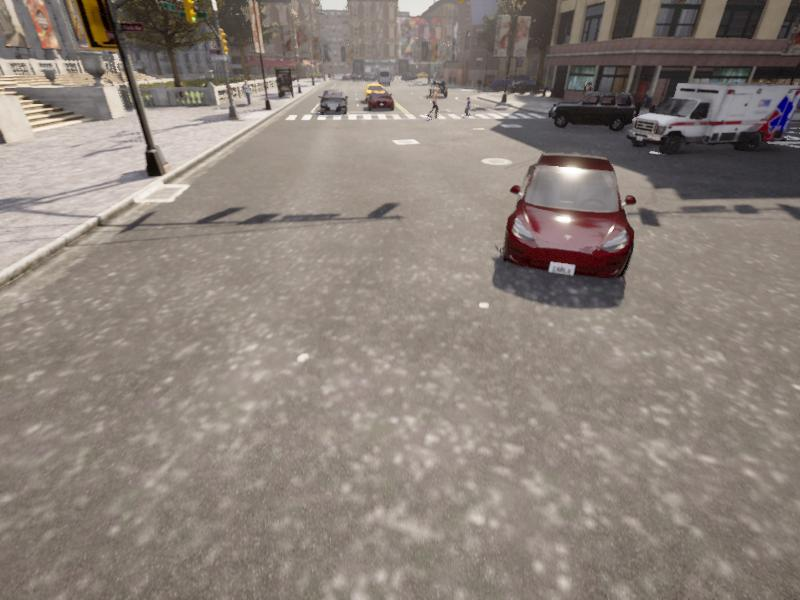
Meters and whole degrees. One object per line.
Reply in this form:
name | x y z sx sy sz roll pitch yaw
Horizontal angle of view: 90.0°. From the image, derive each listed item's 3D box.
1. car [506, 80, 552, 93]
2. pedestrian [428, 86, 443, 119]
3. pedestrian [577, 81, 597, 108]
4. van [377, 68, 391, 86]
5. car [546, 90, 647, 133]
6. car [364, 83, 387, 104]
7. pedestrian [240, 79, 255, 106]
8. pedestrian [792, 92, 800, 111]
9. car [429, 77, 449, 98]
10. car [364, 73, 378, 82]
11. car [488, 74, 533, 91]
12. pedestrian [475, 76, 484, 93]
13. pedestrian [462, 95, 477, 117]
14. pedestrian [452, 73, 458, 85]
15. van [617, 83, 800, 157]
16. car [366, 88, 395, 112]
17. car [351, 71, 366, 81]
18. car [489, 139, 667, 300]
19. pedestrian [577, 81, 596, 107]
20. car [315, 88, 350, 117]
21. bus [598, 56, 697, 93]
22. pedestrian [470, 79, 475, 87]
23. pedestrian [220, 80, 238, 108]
car | 17.271 -28.777 53.871 5.357 1.411 2.033 -3 31 -5
pedestrian | 2.305 -12.871 26.072 0.751 1.860 0.751 -2 30 -4
pedestrian | 14.747 -16.198 31.584 0.751 1.860 0.751 -15 34 -25
van | -2.887 -39.837 71.371 1.988 2.561 5.915 -3 30 -5
car | 10.825 -10.617 22.352 4.605 1.855 1.932 13 32 21
car | -2.375 -19.584 37.832 1.882 1.535 5.008 -3 31 -6
pedestrian | -11.973 -16.278 31.420 0.751 1.860 0.751 -9 32 -15
pedestrian | 31.071 -15.480 30.544 0.751 1.860 0.751 -1 30 -2
car | 4.257 -23.638 44.483 1.932 1.855 4.605 2 30 2
car | -6.150 -47.303 85.066 2.007 1.525 4.514 5 31 8
car | 15.556 -30.715 56.514 5.566 2.045 2.150 -3 31 -6
pedestrian | 10.321 -28.016 51.988 0.751 1.860 0.751 -3 31 -6
pedestrian | 4.680 -13.143 27.117 0.751 1.300 0.751 -1 30 -2
pedestrian | 9.304 -37.629 68.066 0.751 1.860 0.751 -4 31 -8
van | 12.930 -7.598 16.688 6.366 2.431 2.351 -7 31 -12
car | -1.587 -15.883 31.698 1.994 1.385 4.181 -3 31 -5
car | -9.058 -49.422 88.294 1.932 1.855 4.605 6 31 10
car | 3.302 -1.970 7.918 2.163 1.488 4.792 10 32 17
pedestrian | 15.087 -16.642 32.346 0.751 1.860 0.751 -5 31 -10
car | -4.770 -14.351 28.911 2.128 1.511 4.902 -3 30 -5
bus | 33.631 -30.860 54.784 10.273 4.253 3.944 -3 31 -6
pedestrian | 11.243 -33.590 61.952 0.500 1.100 0.500 -18 35 -28
pedestrian | -12.785 -15.429 29.962 0.751 1.860 0.751 -6 31 -10
